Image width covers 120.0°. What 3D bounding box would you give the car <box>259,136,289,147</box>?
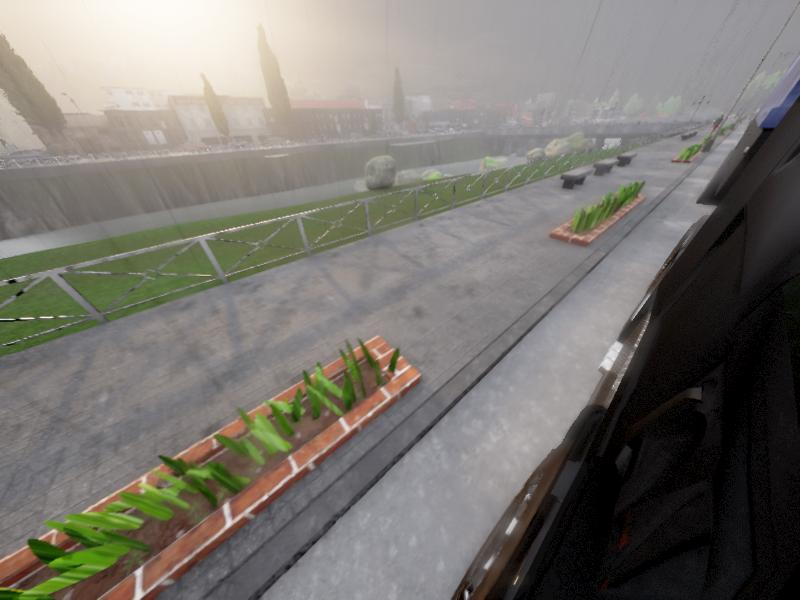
[{"bbox_3d":[-27.347,-34.599,50.240,5.238,1.638,1.930,-28,44,-30],"label":"car"}]

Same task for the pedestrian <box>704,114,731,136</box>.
[{"bbox_3d":[33.306,-18.348,24.246,0.751,1.860,0.751,-24,42,-25],"label":"pedestrian"}]

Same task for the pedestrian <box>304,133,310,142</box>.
[{"bbox_3d":[-23.847,-41.813,59.275,0.751,1.860,0.751,-22,41,-23],"label":"pedestrian"}]

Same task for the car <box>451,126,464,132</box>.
[{"bbox_3d":[20.309,-60.032,81.255,4.892,1.490,1.837,-28,44,-30],"label":"car"}]

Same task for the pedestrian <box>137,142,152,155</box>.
[{"bbox_3d":[-44.749,-26.641,40.508,0.751,1.860,0.751,9,38,15],"label":"pedestrian"}]

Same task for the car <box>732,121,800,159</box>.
[{"bbox_3d":[22.195,-9.641,13.826,4.514,1.525,2.007,-28,44,-30],"label":"car"}]

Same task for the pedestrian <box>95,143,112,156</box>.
[{"bbox_3d":[-50.373,-25.556,39.248,0.751,1.860,0.751,-8,37,-7],"label":"pedestrian"}]

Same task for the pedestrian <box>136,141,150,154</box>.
[{"bbox_3d":[-45.716,-27.146,41.071,0.751,1.860,0.751,-21,40,-23],"label":"pedestrian"}]

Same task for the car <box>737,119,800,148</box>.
[{"bbox_3d":[27.869,-12.674,17.510,4.514,1.525,2.007,-28,44,-30],"label":"car"}]

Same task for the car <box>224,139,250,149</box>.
[{"bbox_3d":[-32.906,-31.556,46.671,3.806,1.475,1.970,-28,44,-30],"label":"car"}]

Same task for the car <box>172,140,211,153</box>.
[{"bbox_3d":[-38.643,-28.547,42.901,5.027,1.651,2.152,-28,44,-30],"label":"car"}]

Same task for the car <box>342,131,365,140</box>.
[{"bbox_3d":[-12.072,-42.767,60.166,5.238,1.638,1.930,-28,44,-30],"label":"car"}]

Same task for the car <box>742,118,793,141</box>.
[{"bbox_3d":[32.655,-15.211,20.635,4.193,1.474,1.816,-28,44,-30],"label":"car"}]

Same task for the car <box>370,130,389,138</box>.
[{"bbox_3d":[-5.641,-46.211,64.347,4.856,1.649,2.033,-28,44,-30],"label":"car"}]

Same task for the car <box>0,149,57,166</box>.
[{"bbox_3d":[-53.809,-20.438,33.045,4.856,1.649,2.033,-28,43,-30],"label":"car"}]

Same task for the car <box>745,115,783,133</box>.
[{"bbox_3d":[44.316,-21.470,28.191,5.008,1.535,1.882,-28,44,-30],"label":"car"}]

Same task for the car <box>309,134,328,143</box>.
[{"bbox_3d":[-19.504,-38.724,55.382,3.806,1.475,1.970,-28,44,-30],"label":"car"}]

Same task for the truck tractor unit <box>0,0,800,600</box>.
[{"bbox_3d":[2.645,-0.295,0.352,6.516,4.208,3.053,-28,44,-30],"label":"truck tractor unit"}]

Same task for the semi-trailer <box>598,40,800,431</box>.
[{"bbox_3d":[8.695,-3.611,4.226,14.254,4.402,2.717,-28,44,-30],"label":"semi-trailer"}]

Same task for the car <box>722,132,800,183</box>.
[{"bbox_3d":[15.670,-6.075,9.642,4.181,1.385,1.994,-28,44,-30],"label":"car"}]

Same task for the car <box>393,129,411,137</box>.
[{"bbox_3d":[0.584,-49.518,68.410,4.974,1.542,2.038,-28,44,-30],"label":"car"}]
